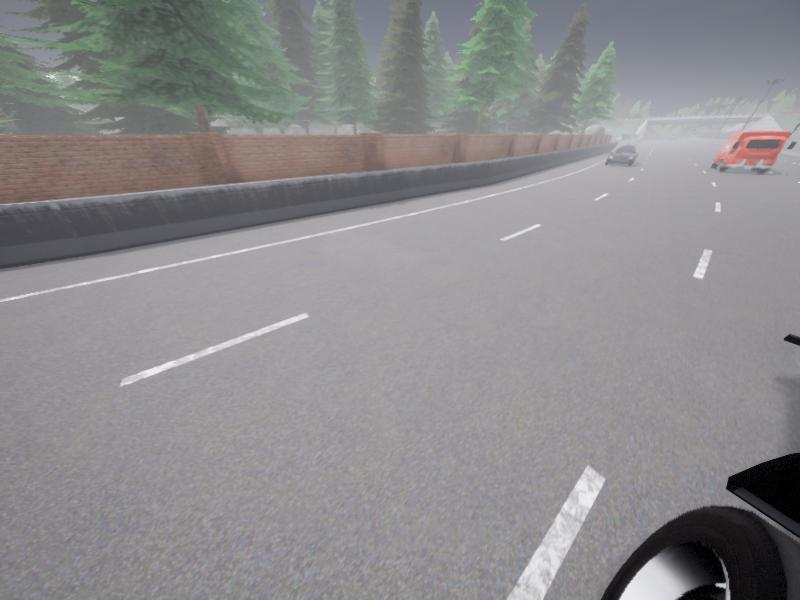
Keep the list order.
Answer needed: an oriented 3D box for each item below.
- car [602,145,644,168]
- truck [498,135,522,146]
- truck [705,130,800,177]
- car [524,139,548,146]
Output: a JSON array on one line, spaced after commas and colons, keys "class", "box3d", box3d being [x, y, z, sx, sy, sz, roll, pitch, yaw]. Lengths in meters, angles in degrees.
[{"class": "car", "box3d": [20.822, -13.460, 21.517, 2.038, 1.542, 4.974, 28, 44, 34]}, {"class": "truck", "box3d": [31.299, -45.324, 65.656, 5.204, 2.467, 2.627, 28, 44, 34]}, {"class": "truck", "box3d": [25.292, -10.713, 16.732, 2.627, 2.467, 5.204, 28, 44, 34]}, {"class": "car", "box3d": [36.426, -42.264, 61.959, 4.856, 1.649, 2.033, 28, 44, 34]}]
